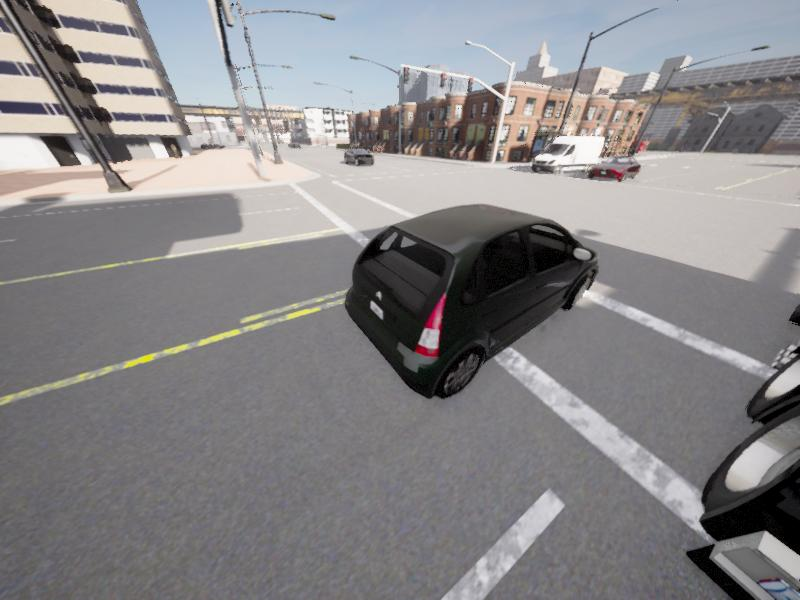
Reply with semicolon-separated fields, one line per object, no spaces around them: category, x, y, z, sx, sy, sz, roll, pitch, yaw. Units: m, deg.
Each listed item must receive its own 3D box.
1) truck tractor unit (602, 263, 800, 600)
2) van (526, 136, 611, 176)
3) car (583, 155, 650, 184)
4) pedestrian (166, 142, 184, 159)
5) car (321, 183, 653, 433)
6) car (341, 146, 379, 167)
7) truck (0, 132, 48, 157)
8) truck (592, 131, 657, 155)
truck tractor unit;5.106;-0.306;0.783;6.516;4.208;3.053;-18;39;-24
van;13.709;-11.849;18.913;5.915;2.561;1.988;-14;38;-20
car;15.141;-9.212;16.158;4.181;1.385;1.994;-21;40;-28
pedestrian;-29.147;-19.402;29.941;0.751;1.860;0.751;-8;36;-12
car;1.302;-0.484;3.299;3.988;1.617;1.851;-22;41;-28
car;-4.312;-15.214;24.385;1.930;1.638;5.238;-18;39;-25
truck;-76.746;-30.011;44.527;8.468;3.827;2.891;-20;40;-25
truck;46.775;-33.102;48.586;2.891;3.827;8.468;-18;39;-24
